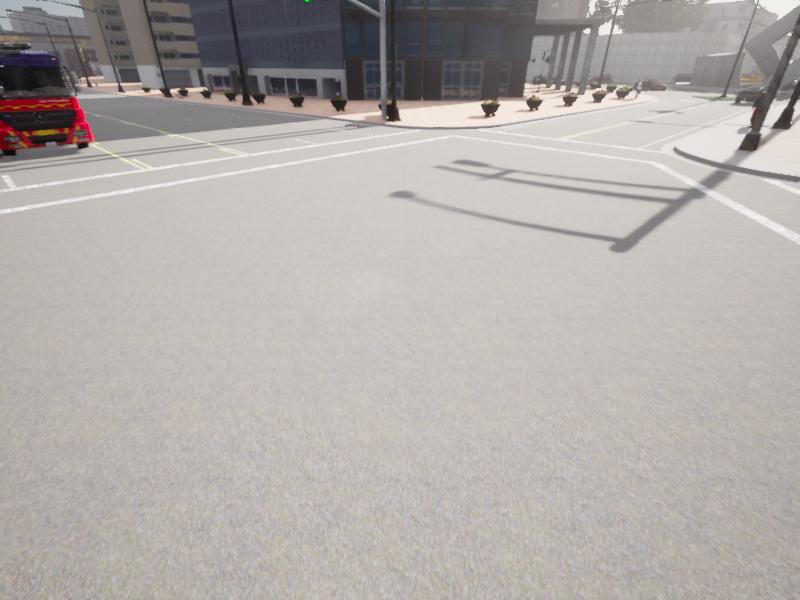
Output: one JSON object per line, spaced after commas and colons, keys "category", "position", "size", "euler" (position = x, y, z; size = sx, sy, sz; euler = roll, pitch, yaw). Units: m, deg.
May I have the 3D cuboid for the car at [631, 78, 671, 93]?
{"category": "car", "position": [36.081, -30.970, 57.718], "size": [2.152, 1.651, 5.027], "euler": [-2, 30, -4]}

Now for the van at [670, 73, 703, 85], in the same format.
{"category": "van", "position": [54.070, -41.762, 75.597], "size": [4.442, 1.987, 1.775], "euler": [4, 31, 6]}

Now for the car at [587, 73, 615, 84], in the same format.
{"category": "car", "position": [41.375, -45.625, 82.302], "size": [4.553, 1.767, 2.097], "euler": [18, 35, 28]}

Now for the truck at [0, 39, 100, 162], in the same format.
{"category": "truck", "position": [-16.384, -8.695, 17.182], "size": [8.468, 3.827, 2.891], "euler": [26, 39, 38]}

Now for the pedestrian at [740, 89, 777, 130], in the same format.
{"category": "pedestrian", "position": [18.849, -10.043, 21.062], "size": [0.751, 1.860, 0.751], "euler": [-26, 39, -37]}

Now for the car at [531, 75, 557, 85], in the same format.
{"category": "car", "position": [27.028, -41.321, 75.125], "size": [1.851, 1.617, 3.988], "euler": [-21, 36, -31]}

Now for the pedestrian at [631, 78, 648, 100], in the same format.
{"category": "pedestrian", "position": [23.491, -20.716, 39.293], "size": [0.751, 1.860, 0.751], "euler": [-26, 39, -37]}

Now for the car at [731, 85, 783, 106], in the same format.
{"category": "car", "position": [33.394, -19.169, 37.423], "size": [4.892, 1.490, 1.837], "euler": [-19, 35, -29]}

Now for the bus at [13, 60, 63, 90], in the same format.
{"category": "bus", "position": [-63.358, -39.454, 69.963], "size": [10.273, 4.253, 3.944], "euler": [28, 40, 36]}

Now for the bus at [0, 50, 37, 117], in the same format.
{"category": "bus", "position": [-33.587, -17.229, 31.856], "size": [10.273, 4.253, 3.944], "euler": [23, 37, 35]}
